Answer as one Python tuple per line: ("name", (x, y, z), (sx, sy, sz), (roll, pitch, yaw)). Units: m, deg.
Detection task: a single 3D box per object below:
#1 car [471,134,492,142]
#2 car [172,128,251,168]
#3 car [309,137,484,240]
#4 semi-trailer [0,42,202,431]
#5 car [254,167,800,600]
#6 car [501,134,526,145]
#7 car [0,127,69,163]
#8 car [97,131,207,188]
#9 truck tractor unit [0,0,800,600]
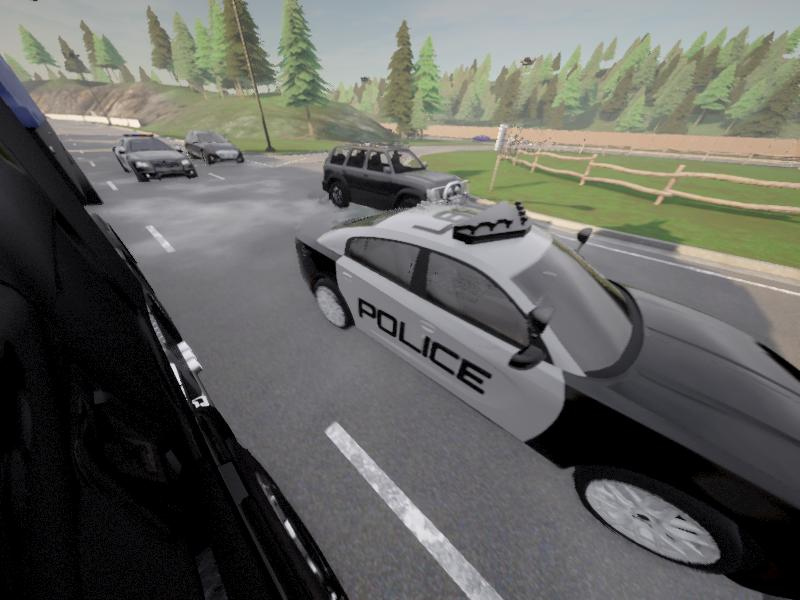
("car", (21.203, -42.152, 60.202), (4.514, 1.525, 2.007), (28, 44, 30))
("car", (-11.665, -9.487, 14.286), (4.856, 1.649, 2.033), (28, 44, 30))
("car", (-0.336, -3.568, 6.847), (4.605, 1.855, 1.932), (28, 44, 30))
("semi-trailer", (-8.704, -3.591, 4.237), (14.254, 4.402, 2.717), (28, 44, 30))
("car", (0.926, -0.069, 2.435), (5.238, 1.638, 1.930), (28, 44, 30))
("car", (27.467, -39.018, 56.036), (4.605, 1.855, 1.932), (28, 44, 30))
("car", (-21.029, -8.899, 13.141), (4.181, 1.385, 1.994), (28, 44, 30))
("car", (-10.984, -6.354, 10.208), (4.974, 1.542, 2.038), (28, 43, 29))
("truck tractor unit", (-2.645, -0.295, 0.351), (6.516, 4.208, 3.053), (28, 44, 30))
